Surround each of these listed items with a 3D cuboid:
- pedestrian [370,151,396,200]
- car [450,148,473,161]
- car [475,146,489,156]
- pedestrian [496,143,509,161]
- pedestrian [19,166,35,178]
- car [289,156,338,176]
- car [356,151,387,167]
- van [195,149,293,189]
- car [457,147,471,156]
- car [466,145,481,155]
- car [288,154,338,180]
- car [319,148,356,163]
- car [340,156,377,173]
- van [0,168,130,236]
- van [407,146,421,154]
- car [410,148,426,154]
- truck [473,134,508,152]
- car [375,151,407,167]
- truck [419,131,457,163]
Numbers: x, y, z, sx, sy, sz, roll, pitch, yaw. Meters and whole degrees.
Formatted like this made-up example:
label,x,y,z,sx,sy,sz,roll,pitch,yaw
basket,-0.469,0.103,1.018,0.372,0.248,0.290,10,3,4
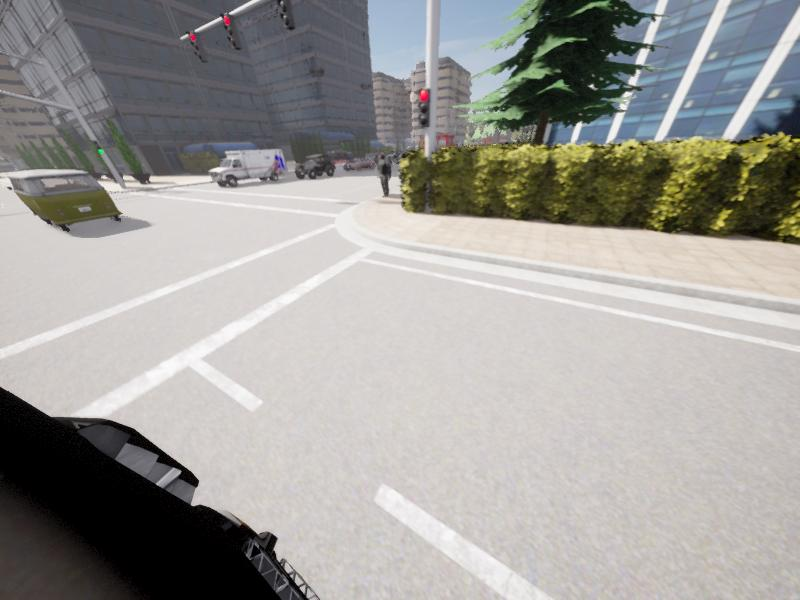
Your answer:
label,x,y,z,sx,sy,sz,roll,pitch,yaw
pedestrian,-0.741,-5.681,10.556,0.751,1.860,0.751,24,42,34
car,9.782,-23.146,36.721,2.128,1.511,4.902,15,38,25
car,16.828,-30.557,47.345,1.845,1.501,3.633,15,37,25
pedestrian,12.681,-18.320,28.604,0.751,1.860,0.751,-24,39,-28
pedestrian,-72.247,-24.788,44.739,0.751,1.860,0.751,15,38,25
car,-9.502,-15.043,25.905,1.882,1.535,5.008,15,38,25
car,-4.055,-20.825,34.094,2.242,1.667,4.611,15,37,25
van,-13.129,-11.618,20.209,2.351,2.431,6.366,15,37,25
car,13.441,-31.049,48.333,1.845,1.501,3.633,15,37,25
car,17.159,-35.074,53.882,2.097,1.767,4.553,15,37,25
car,-8.065,-12.664,21.898,1.905,1.878,3.866,15,37,25
car,-12.017,-27.952,44.766,6.274,2.098,2.390,-20,37,-24
car,-4.754,-15.895,26.994,1.994,1.385,4.181,16,38,26
van,-13.651,-4.132,9.376,4.442,1.987,1.775,15,38,25
van,4.803,-50.721,78.175,4.442,1.987,1.775,15,38,25
car,5.708,-48.047,74.539,4.792,1.488,2.163,15,38,25
truck,25.453,-44.291,65.317,8.468,3.827,2.891,-8,34,-8
car,-1.148,-19.818,32.390,1.930,1.638,5.238,15,38,25
truck,6.179,-24.417,36.803,2.891,3.827,8.468,15,37,25
